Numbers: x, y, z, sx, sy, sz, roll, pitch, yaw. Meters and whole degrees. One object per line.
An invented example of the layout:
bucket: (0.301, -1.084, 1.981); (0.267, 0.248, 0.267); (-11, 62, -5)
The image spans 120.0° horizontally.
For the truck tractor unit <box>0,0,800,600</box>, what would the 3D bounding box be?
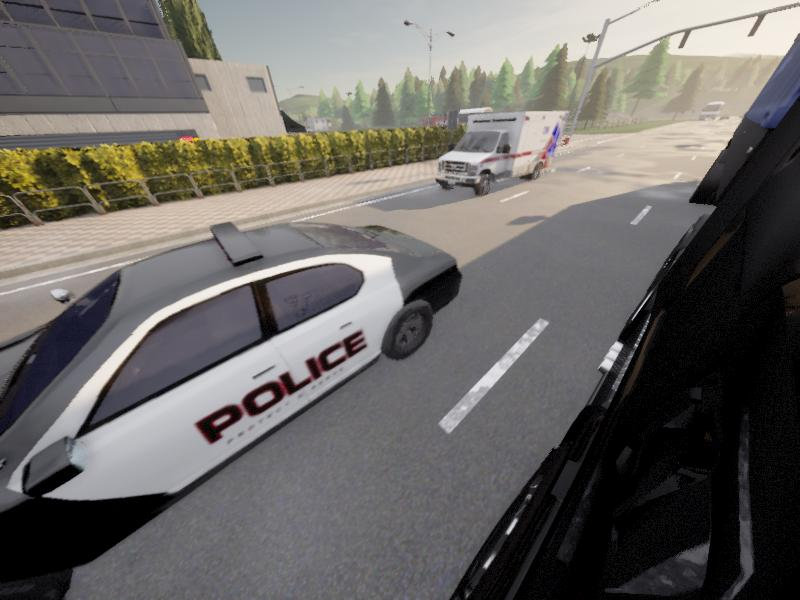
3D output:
truck tractor unit: (2.645, -0.295, 0.351); (6.516, 4.208, 3.053); (-28, 44, -30)

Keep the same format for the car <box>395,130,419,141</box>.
car: (1.324, -31.748, 44.594); (1.812, 1.442, 4.674); (-29, 44, -30)

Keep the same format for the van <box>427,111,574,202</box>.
van: (4.233, -6.197, 9.601); (6.366, 2.431, 2.351); (-29, 44, -31)

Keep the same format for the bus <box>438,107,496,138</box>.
bus: (12.753, -34.752, 45.509); (3.944, 4.253, 10.273); (-29, 44, -30)

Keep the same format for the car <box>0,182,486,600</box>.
car: (-1.657, 0.271, 2.127); (4.974, 1.542, 2.038); (-29, 44, -31)

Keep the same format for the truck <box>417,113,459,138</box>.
truck: (7.424, -35.048, 46.604); (2.891, 3.827, 8.468); (-29, 44, -30)

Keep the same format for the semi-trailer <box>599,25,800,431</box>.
semi-trailer: (8.611, -3.671, 4.301); (14.254, 4.402, 2.717); (-29, 44, -31)
